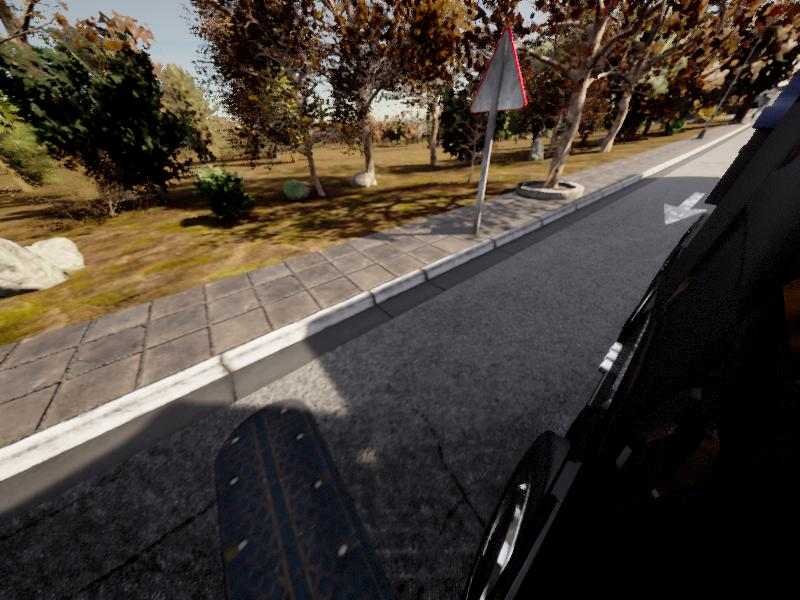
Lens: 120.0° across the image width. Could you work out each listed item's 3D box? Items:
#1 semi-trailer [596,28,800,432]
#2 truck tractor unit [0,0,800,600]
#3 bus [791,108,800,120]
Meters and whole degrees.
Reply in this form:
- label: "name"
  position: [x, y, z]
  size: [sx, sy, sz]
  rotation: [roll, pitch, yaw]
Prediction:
- label: "semi-trailer"
  position: [8.807, -3.537, 4.105]
  size: [14.254, 4.402, 2.717]
  rotation: [-27, 43, -28]
- label: "truck tractor unit"
  position: [2.645, -0.295, 0.351]
  size: [6.516, 4.208, 3.053]
  rotation: [-28, 44, -30]
- label: "bus"
  position: [66.749, -31.177, 36.133]
  size: [10.273, 4.253, 3.944]
  rotation: [-27, 43, -27]
